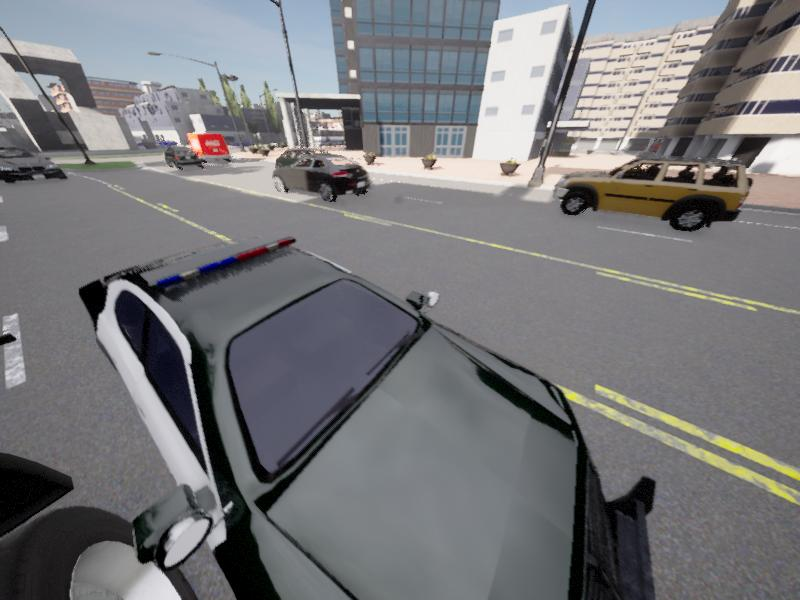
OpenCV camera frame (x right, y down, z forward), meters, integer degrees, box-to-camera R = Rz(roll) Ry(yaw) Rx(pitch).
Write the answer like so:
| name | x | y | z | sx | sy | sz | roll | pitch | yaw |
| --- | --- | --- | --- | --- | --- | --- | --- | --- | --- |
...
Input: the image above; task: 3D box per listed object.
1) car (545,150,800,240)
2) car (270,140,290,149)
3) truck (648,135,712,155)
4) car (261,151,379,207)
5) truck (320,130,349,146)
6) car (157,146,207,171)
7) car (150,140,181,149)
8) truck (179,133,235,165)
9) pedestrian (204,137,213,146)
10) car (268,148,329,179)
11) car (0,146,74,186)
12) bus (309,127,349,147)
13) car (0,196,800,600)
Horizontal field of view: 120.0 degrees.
| name | x | y | z | sx | sy | sz | roll | pitch | yaw |
| --- | --- | --- | --- | --- | --- | --- | --- | --- | --- |
| car | 7.752 | -3.642 | 7.508 | 4.605 | 1.855 | 1.932 | 22 | 41 | 27 |
| car | -28.318 | -36.961 | 54.760 | 1.851 | 1.617 | 3.988 | 10 | 36 | 13 |
| truck | 65.045 | -36.338 | 54.104 | 8.468 | 3.827 | 2.891 | 21 | 40 | 27 |
| car | -3.621 | -5.672 | 10.513 | 5.027 | 1.651 | 2.152 | 22 | 41 | 28 |
| truck | -19.925 | -49.629 | 70.795 | 2.891 | 3.827 | 8.468 | 21 | 40 | 27 |
| car | -18.047 | -11.766 | 19.096 | 3.705 | 1.549 | 1.789 | 25 | 42 | 31 |
| car | -50.634 | -33.618 | 49.873 | 4.193 | 1.474 | 1.816 | -4 | 35 | -6 |
| truck | -19.971 | -15.739 | 23.930 | 5.204 | 2.467 | 2.627 | 28 | 43 | 32 |
| pedestrian | -46.707 | -38.636 | 56.399 | 0.751 | 1.860 | 0.751 | 2 | 35 | 3 |
| car | -6.992 | -9.499 | 15.973 | 3.705 | 1.549 | 1.789 | 22 | 41 | 27 |
| car | -22.195 | -7.955 | 13.554 | 4.611 | 1.667 | 2.242 | 18 | 39 | 23 |
| bus | -19.817 | -46.402 | 65.850 | 3.944 | 4.253 | 10.273 | 21 | 40 | 27 |
| car | -0.950 | 0.409 | 1.993 | 4.974 | 1.542 | 2.038 | 22 | 41 | 28 |
